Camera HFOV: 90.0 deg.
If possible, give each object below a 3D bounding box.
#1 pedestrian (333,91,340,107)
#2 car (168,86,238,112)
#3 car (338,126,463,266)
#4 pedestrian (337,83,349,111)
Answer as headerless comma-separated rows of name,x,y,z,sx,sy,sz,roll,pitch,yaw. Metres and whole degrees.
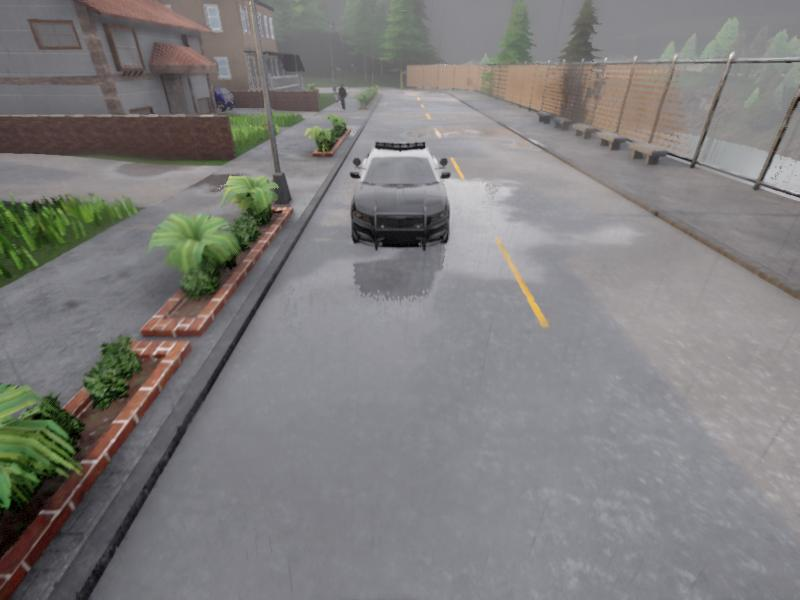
pedestrian,-5.287,-16.752,33.337,0.500,1.100,0.500,0,30,0
car,-13.264,-13.657,27.168,3.633,1.501,1.845,0,30,0
car,0.007,-2.620,8.870,1.930,1.638,5.238,0,30,0
pedestrian,-4.250,-15.130,29.807,0.751,1.860,0.751,-2,30,-3
